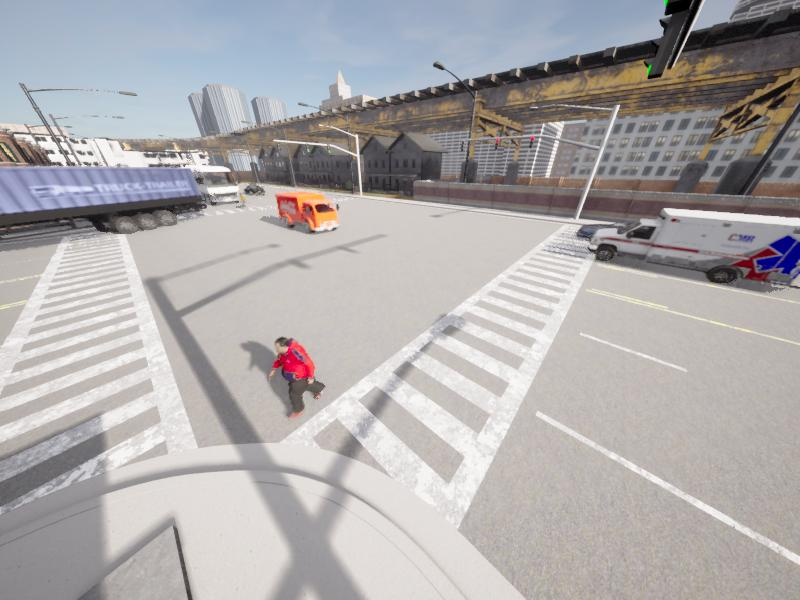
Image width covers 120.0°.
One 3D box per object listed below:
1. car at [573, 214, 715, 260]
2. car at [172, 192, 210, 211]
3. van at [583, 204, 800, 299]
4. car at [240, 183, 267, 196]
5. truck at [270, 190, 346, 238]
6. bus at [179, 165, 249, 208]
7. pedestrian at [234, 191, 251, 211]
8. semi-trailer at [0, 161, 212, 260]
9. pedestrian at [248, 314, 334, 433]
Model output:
[{"bbox_3d":[13.911,-3.938,13.729,5.357,1.411,2.033,24,38,35],"label":"car"},{"bbox_3d":[-24.305,-11.466,26.767,5.357,1.411,2.033,24,38,35],"label":"car"},{"bbox_3d":[12.627,-2.567,10.322,6.366,2.431,2.351,23,37,34],"label":"van"},{"bbox_3d":[-25.061,-18.895,39.388,5.238,1.638,1.930,24,38,35],"label":"car"},{"bbox_3d":[-6.848,-6.564,17.198,5.204,2.467,2.627,24,38,35],"label":"truck"},{"bbox_3d":[-24.664,-15.282,30.511,10.273,4.253,3.944,24,38,35],"label":"bus"},{"bbox_3d":[-16.940,-10.677,24.887,0.751,1.860,0.751,11,32,18],"label":"pedestrian"},{"bbox_3d":[-20.547,-6.118,14.463,2.717,4.402,14.254,9,31,15],"label":"semi-trailer"},{"bbox_3d":[-1.849,1.311,4.123,0.751,1.860,0.751,22,37,34],"label":"pedestrian"}]
